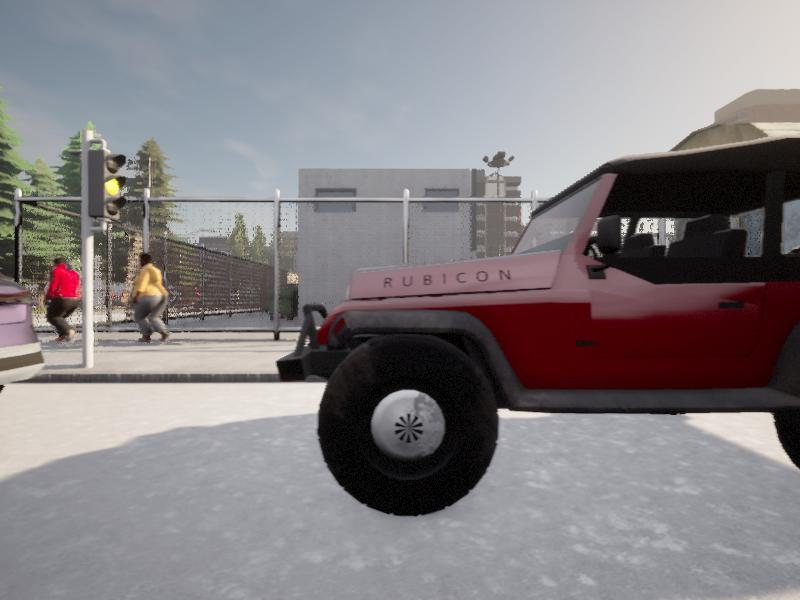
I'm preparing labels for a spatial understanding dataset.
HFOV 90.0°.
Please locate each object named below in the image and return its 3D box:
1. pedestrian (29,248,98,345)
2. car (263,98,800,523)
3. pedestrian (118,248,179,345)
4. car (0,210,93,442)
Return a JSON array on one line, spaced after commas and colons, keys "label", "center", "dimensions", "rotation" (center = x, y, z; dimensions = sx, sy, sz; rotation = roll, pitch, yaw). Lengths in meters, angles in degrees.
[{"label": "pedestrian", "center": [-6.806, -0.069, 8.128], "dimensions": [0.751, 1.860, 0.751], "rotation": [0, 0, 2]}, {"label": "car", "center": [1.323, 0.046, 2.733], "dimensions": [3.866, 1.878, 1.905], "rotation": [0, 0, 0]}, {"label": "pedestrian", "center": [-5.030, -0.070, 8.049], "dimensions": [0.751, 1.860, 0.751], "rotation": [0, 0, 3]}, {"label": "car", "center": [-5.278, 0.183, 2.688], "dimensions": [4.856, 1.649, 2.033], "rotation": [0, 0, 0]}]
